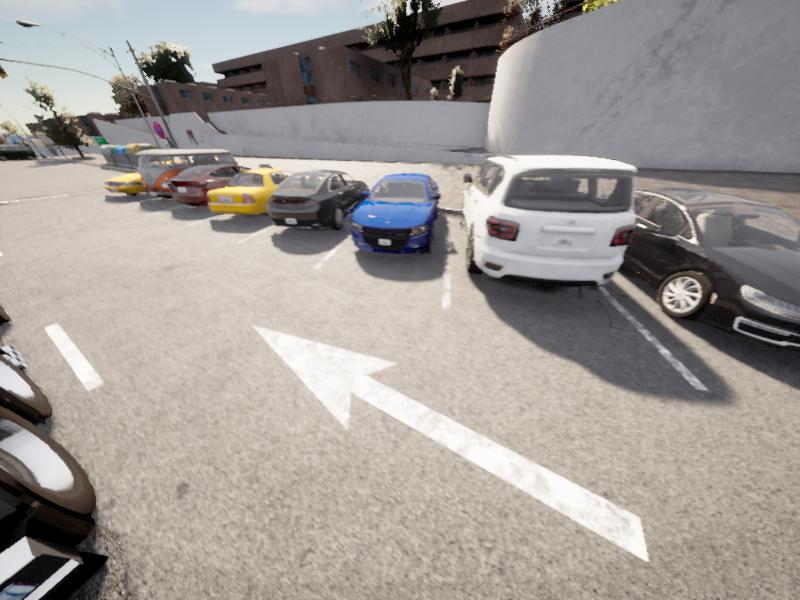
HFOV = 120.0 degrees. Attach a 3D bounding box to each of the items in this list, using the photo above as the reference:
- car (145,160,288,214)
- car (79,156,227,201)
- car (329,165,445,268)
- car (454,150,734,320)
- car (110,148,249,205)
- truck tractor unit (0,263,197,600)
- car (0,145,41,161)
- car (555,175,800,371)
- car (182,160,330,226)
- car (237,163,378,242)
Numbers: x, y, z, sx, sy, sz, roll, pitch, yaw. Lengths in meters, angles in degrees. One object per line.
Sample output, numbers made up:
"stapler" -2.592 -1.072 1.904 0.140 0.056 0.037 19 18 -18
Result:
"car" -7.642 -5.317 10.462 2.163 1.488 4.792 5 34 8
"car" -12.838 -6.896 12.739 1.946 1.575 5.366 6 35 8
"car" 0.110 -2.817 6.722 2.097 1.535 5.008 6 35 8
"car" 2.688 -2.200 5.370 2.435 2.045 5.566 6 35 8
"car" -10.244 -6.283 11.434 1.878 1.987 4.442 6 35 8
"truck tractor unit" -5.117 -0.294 0.786 6.516 4.208 3.053 18 39 24
"car" -58.108 -21.814 34.291 1.878 1.987 4.442 5 34 9
"car" 5.279 -1.136 4.262 2.231 1.521 4.892 6 35 8
"car" -5.031 -4.595 9.336 1.946 1.575 5.366 5 34 8
"car" -2.482 -3.649 7.948 2.231 1.521 4.892 5 34 8
